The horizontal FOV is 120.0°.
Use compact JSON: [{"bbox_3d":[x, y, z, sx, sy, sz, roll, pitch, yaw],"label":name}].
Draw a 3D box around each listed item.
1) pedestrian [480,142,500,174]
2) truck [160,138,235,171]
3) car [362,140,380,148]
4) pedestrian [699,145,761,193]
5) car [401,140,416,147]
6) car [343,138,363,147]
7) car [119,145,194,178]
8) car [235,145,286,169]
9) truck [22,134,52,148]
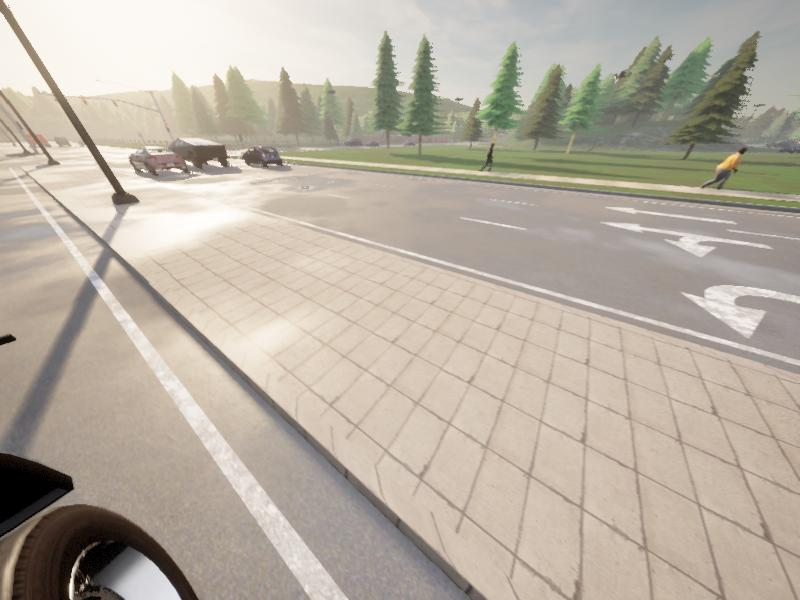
[{"bbox_3d":[6.221,-9.844,16.005,0.751,1.860,0.751,22,41,28],"label":"pedestrian"},{"bbox_3d":[-17.553,-12.723,19.985,6.274,2.098,2.390,22,40,27],"label":"truck"},{"bbox_3d":[-7.529,-41.367,61.222,1.837,1.490,4.892,22,41,28],"label":"car"},{"bbox_3d":[15.374,-6.149,10.842,0.751,1.860,0.751,23,41,29],"label":"pedestrian"},{"bbox_3d":[2.464,-46.009,67.943,2.128,1.511,4.902,22,41,28],"label":"car"},{"bbox_3d":[-13.090,-44.063,64.534,2.150,2.045,5.566,22,41,28],"label":"car"},{"bbox_3d":[-17.550,-10.084,16.655,5.027,1.651,2.152,22,40,27],"label":"car"},{"bbox_3d":[-12.535,-12.969,20.805,3.988,1.617,1.851,22,40,27],"label":"car"},{"bbox_3d":[-81.952,-36.023,52.164,5.204,2.467,2.627,22,41,28],"label":"truck"}]
